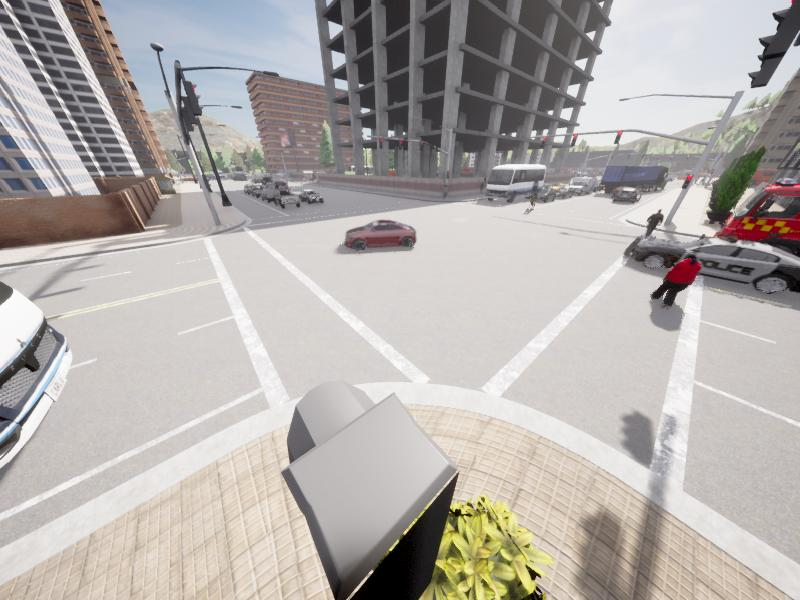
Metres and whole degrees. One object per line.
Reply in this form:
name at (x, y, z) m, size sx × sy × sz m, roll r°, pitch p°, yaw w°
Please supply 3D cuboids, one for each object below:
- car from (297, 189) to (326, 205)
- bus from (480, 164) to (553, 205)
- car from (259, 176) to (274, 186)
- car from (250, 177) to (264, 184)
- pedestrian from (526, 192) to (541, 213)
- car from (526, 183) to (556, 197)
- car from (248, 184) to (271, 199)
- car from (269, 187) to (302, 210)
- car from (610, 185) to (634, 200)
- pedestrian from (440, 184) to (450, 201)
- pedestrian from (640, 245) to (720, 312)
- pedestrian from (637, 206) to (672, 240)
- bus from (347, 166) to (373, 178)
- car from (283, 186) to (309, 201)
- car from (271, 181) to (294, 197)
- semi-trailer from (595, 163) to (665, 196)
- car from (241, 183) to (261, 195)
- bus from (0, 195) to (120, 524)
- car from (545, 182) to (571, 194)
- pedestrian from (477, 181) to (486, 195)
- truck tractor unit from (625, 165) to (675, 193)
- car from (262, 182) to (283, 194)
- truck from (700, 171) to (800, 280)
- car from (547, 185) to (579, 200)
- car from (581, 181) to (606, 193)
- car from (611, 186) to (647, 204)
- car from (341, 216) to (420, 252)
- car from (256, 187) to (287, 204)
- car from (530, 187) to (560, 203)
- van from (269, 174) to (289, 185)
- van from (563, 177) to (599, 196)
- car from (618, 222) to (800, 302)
car at (-11.249, -13.098, 29.215) m, size 1.970 × 1.475 × 3.806 m, roll -22°, pitch 37°, yaw -33°
bus at (15.792, -15.784, 31.093) m, size 10.273 × 4.253 × 3.944 m, roll -23°, pitch 37°, yaw -34°
car at (-32.327, -28.748, 55.911) m, size 1.905 × 1.878 × 3.866 m, roll -22°, pitch 37°, yaw -34°
car at (-38.982, -32.603, 62.972) m, size 2.128 × 1.511 × 4.902 m, roll -22°, pitch 37°, yaw -34°
pedestrian at (13.045, -9.567, 22.667) m, size 0.751 × 1.860 × 0.751 m, roll 18°, pitch 35°, yaw 29°
car at (22.490, -17.570, 36.767) m, size 4.611 × 1.667 × 2.242 m, roll -23°, pitch 37°, yaw -34°
car at (-21.131, -16.369, 34.750) m, size 1.851 × 1.617 × 3.988 m, roll -22°, pitch 37°, yaw -34°
car at (-13.065, -11.646, 26.299) m, size 1.932 × 1.855 × 4.605 m, roll -21°, pitch 36°, yaw -32°
car at (32.158, -15.664, 33.595) m, size 1.882 × 1.535 × 5.008 m, roll 20°, pitch 36°, yaw 31°
pedestrian at (5.810, -13.874, 29.823) m, size 0.751 × 1.860 × 0.751 m, roll 21°, pitch 36°, yaw 31°
pedestrian at (8.659, -0.677, 7.270) m, size 0.751 × 1.860 × 0.751 m, roll 14°, pitch 33°, yaw 23°
pedestrian at (15.861, -4.811, 14.429) m, size 0.751 × 1.860 × 0.751 m, roll -23°, pitch 37°, yaw -34°
bus at (-16.947, -54.637, 98.379) m, size 10.273 × 4.253 × 3.944 m, roll -23°, pitch 37°, yaw -34°
car at (-14.901, -15.280, 33.028) m, size 1.812 × 1.442 × 4.674 m, roll -22°, pitch 37°, yaw -34°
car at (-18.776, -17.815, 36.971) m, size 1.905 × 1.878 × 3.866 m, roll -23°, pitch 37°, yaw -34°
semi-trailer at (38.729, -20.314, 38.774) m, size 14.254 × 4.402 × 2.717 m, roll -16°, pitch 34°, yaw -26°
car at (-25.067, -18.693, 38.909) m, size 1.816 × 1.474 × 4.193 m, roll -22°, pitch 37°, yaw -34°
bus at (-9.885, 1.753, 0.719) m, size 10.273 × 4.253 × 3.944 m, roll -23°, pitch 37°, yaw -34°
car at (27.903, -19.813, 40.743) m, size 5.366 × 1.575 × 1.801 m, roll -23°, pitch 37°, yaw -34°
pedestrian at (12.934, -17.813, 36.646) m, size 0.751 × 1.860 × 0.751 m, roll 25°, pitch 38°, yaw 36°
truck tractor unit at (45.606, -22.183, 42.214) m, size 6.516 × 4.208 × 3.053 m, roll -16°, pitch 34°, yaw -24°
car at (-22.848, -20.105, 41.335) m, size 1.837 × 1.490 × 4.892 m, roll -22°, pitch 37°, yaw -33°
truck at (18.369, -2.327, 8.211) m, size 2.891 × 3.827 × 8.468 m, roll -22°, pitch 37°, yaw -33°
car at (23.938, -15.821, 33.898) m, size 4.902 × 1.511 × 2.128 m, roll -23°, pitch 37°, yaw -34°
car at (35.398, -20.711, 42.237) m, size 5.238 × 1.638 × 1.930 m, roll -23°, pitch 37°, yaw -34°
car at (29.783, -13.671, 30.029) m, size 4.611 × 1.667 × 2.242 m, roll -23°, pitch 38°, yaw -33°
car at (-1.142, -3.846, 13.300) m, size 4.181 × 1.385 × 1.994 m, roll -5°, pitch 30°, yaw -9°
car at (-17.016, -13.831, 30.482) m, size 2.163 × 1.488 × 4.792 m, roll -23°, pitch 37°, yaw -34°
car at (19.024, -13.768, 30.300) m, size 3.705 × 1.549 × 1.789 m, roll -23°, pitch 37°, yaw -34°
van at (-31.104, -30.988, 59.253) m, size 2.351 × 2.431 × 6.366 m, roll -22°, pitch 37°, yaw -34°
van at (29.749, -18.670, 37.915) m, size 6.366 × 2.431 × 2.351 m, roll -23°, pitch 37°, yaw -34°
car at (12.909, -1.818, 9.514) m, size 1.930 × 1.638 × 5.238 m, roll -23°, pitch 37°, yaw -34°
